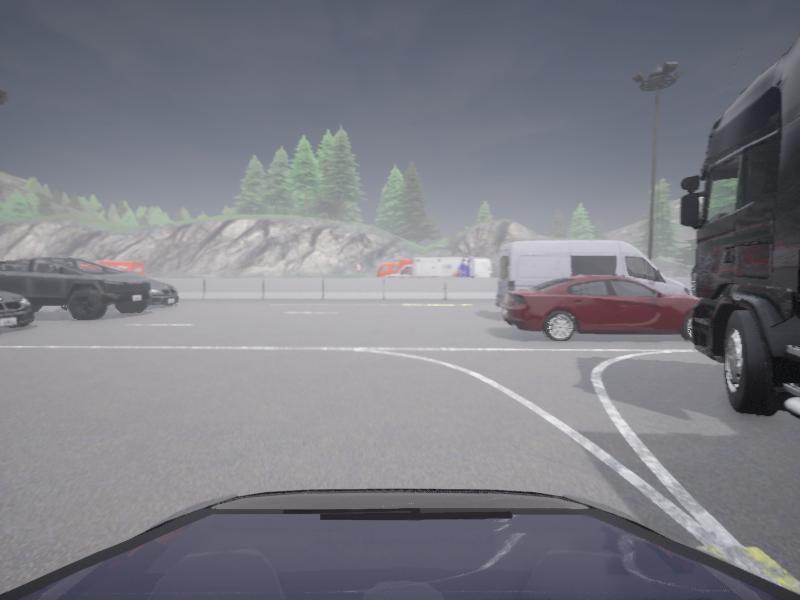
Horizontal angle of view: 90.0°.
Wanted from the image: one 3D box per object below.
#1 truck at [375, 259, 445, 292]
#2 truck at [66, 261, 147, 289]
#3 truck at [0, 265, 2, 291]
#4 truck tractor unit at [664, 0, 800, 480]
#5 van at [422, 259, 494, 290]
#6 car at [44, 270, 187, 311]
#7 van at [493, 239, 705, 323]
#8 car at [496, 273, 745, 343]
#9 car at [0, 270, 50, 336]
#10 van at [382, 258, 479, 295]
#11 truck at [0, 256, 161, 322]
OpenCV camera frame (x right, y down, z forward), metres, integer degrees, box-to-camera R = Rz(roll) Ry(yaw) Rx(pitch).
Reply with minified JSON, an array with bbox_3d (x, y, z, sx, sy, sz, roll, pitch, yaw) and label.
[{"bbox_3d":[0.764,-1.920,30.923,5.204,2.467,2.627,0,4,2],"label":"truck"},{"bbox_3d":[-26.364,-2.261,36.194,5.204,2.467,2.627,-1,4,-8],"label":"truck"},{"bbox_3d":[-36.557,-1.766,32.408,6.274,2.098,2.390,0,4,2],"label":"truck"},{"bbox_3d":[4.544,-0.676,2.479,3.053,4.208,6.516,-1,3,16],"label":"truck tractor unit"},{"bbox_3d":[4.821,-2.224,34.256,5.915,2.561,1.988,0,4,2],"label":"van"},{"bbox_3d":[-12.257,-0.476,17.498,4.611,1.667,2.242,0,4,2],"label":"car"},{"bbox_3d":[6.277,-0.629,13.238,5.915,2.561,1.988,0,4,2],"label":"van"},{"bbox_3d":[5.073,0.133,9.833,5.008,1.535,1.882,0,4,2],"label":"car"},{"bbox_3d":[-12.502,0.055,10.518,4.611,1.667,2.242,0,4,2],"label":"car"},{"bbox_3d":[2.015,-1.639,27.385,6.366,2.431,2.351,0,4,2],"label":"van"},{"bbox_3d":[-12.238,-0.423,13.986,6.274,2.098,2.390,0,4,2],"label":"truck"}]
